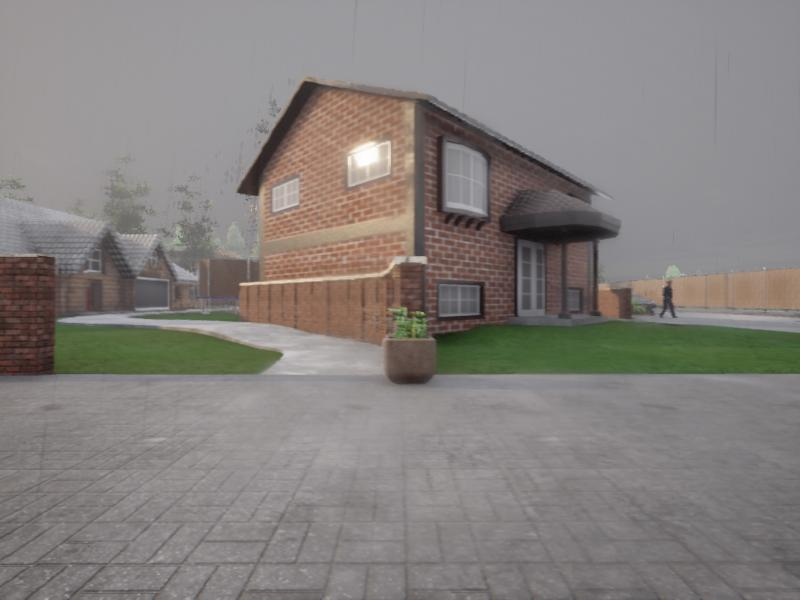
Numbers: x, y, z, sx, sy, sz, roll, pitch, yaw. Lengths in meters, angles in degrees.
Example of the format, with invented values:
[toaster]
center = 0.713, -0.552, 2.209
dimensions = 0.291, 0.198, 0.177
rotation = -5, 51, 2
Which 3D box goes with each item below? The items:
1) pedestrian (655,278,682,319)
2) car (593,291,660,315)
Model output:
[pedestrian]
center = 12.514, -0.068, 18.636
dimensions = 0.751, 1.860, 0.751
rotation = 0, 0, -4
[car]
center = 16.707, 0.178, 29.897
dimensions = 2.152, 1.651, 5.027
rotation = 0, 0, 0
